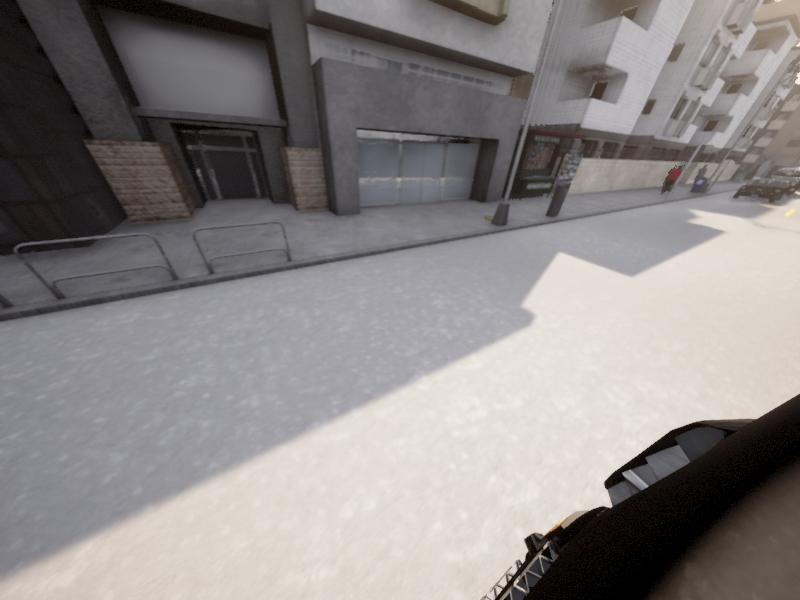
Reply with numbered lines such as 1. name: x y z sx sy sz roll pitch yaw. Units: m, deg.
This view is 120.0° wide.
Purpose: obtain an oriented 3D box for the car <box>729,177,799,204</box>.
1. car: 26.425 -8.015 16.753 4.718 1.301 1.895 -16 38 -26

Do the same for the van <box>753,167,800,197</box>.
1. van: 34.449 -10.617 20.584 4.480 2.038 2.069 -16 38 -26

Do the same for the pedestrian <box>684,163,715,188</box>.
1. pedestrian: 26.569 -11.010 20.507 0.751 1.860 0.751 -12 36 -20

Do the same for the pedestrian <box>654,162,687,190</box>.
1. pedestrian: 21.355 -9.779 18.270 0.751 1.860 0.751 -9 36 -17

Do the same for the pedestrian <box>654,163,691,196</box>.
1. pedestrian: 18.298 -8.117 15.549 0.751 1.860 0.751 -20 40 -30

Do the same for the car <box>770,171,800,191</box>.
1. car: 42.940 -12.884 24.955 4.611 1.667 2.242 -16 38 -26

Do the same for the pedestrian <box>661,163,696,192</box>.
1. pedestrian: 21.280 -9.385 17.674 0.751 1.860 0.751 -13 37 -22
